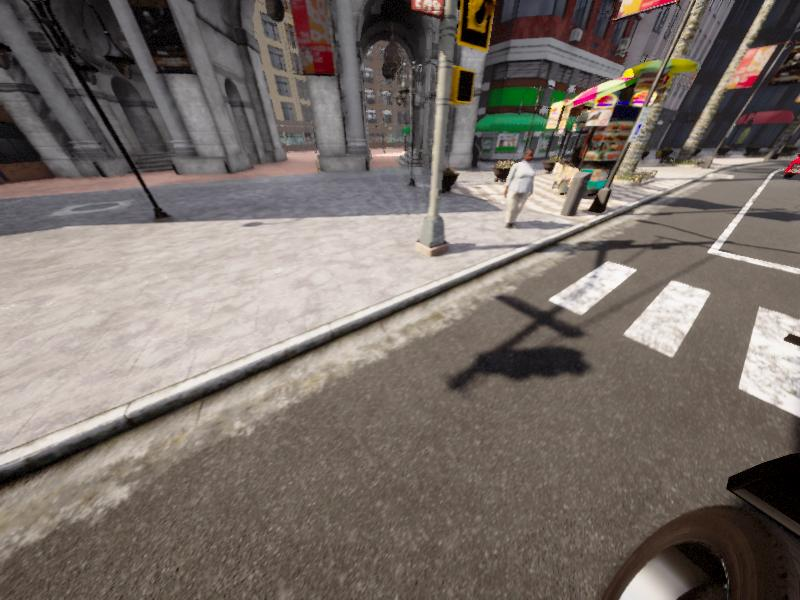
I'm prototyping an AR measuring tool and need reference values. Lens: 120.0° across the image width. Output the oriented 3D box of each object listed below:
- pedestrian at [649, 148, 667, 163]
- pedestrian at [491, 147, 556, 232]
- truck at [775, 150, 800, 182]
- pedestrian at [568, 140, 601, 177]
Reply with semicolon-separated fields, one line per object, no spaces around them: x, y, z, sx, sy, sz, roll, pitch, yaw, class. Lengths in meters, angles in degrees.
23.481;-13.125;21.020;0.500;1.100;0.500;-8;36;-11;pedestrian
3.042;-2.795;5.915;0.751;1.860;0.751;-2;35;-2;pedestrian
27.099;-9.414;13.678;8.468;3.827;2.891;-19;39;-25;truck
11.273;-8.664;14.153;0.751;1.860;0.751;-21;40;-26;pedestrian
